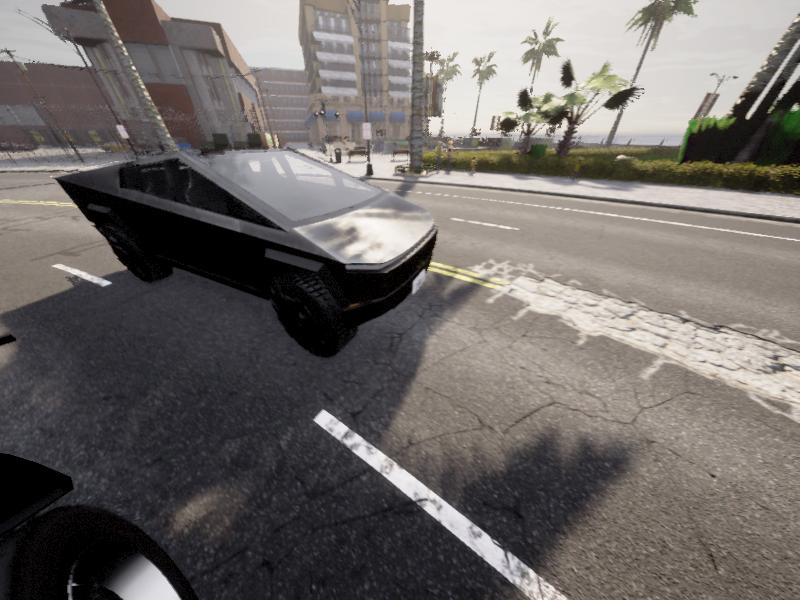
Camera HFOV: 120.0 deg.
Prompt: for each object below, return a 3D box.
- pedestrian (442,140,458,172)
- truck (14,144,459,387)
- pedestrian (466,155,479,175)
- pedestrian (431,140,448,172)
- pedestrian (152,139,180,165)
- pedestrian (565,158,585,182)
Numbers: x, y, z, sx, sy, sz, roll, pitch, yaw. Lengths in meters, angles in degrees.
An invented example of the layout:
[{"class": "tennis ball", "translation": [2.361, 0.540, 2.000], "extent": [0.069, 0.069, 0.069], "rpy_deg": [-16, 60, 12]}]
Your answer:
[{"class": "pedestrian", "translation": [3.434, -9.915, 15.949], "extent": [0.751, 1.860, 0.751], "rpy_deg": [2, 35, 3]}, {"class": "truck", "translation": [-2.554, -1.313, 3.912], "extent": [6.274, 2.098, 2.390], "rpy_deg": [16, 38, 21]}, {"class": "pedestrian", "translation": [4.678, -8.715, 14.918], "extent": [0.500, 1.100, 0.500], "rpy_deg": [23, 41, 29]}, {"class": "pedestrian", "translation": [2.745, -10.119, 16.235], "extent": [0.751, 1.860, 0.751], "rpy_deg": [18, 39, 24]}, {"class": "pedestrian", "translation": [-20.363, -12.915, 20.114], "extent": [0.751, 1.860, 0.751], "rpy_deg": [-4, 36, -5]}, {"class": "pedestrian", "translation": [9.696, -7.225, 12.832], "extent": [0.500, 1.100, 0.500], "rpy_deg": [22, 41, 28]}]
